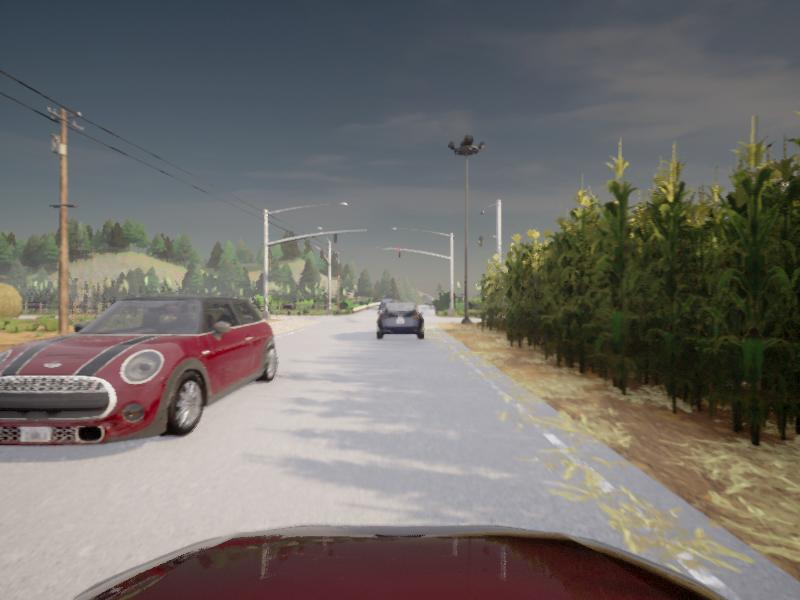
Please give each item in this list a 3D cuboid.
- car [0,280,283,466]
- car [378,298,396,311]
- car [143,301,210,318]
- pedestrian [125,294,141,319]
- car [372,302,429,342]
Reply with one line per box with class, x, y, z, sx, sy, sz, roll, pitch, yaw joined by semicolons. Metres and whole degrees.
car;-3.495;0.697;6.083;2.097;1.767;4.553;0;0;0
car;-1.631;0.500;52.852;1.812;1.442;4.674;0;3;6
car;-19.740;0.830;35.465;4.792;1.488;2.163;0;0;3
pedestrian;-20.318;0.463;30.467;0.751;1.860;0.751;0;0;-4
car;0.024;0.859;17.691;2.163;1.488;4.792;0;0;0
